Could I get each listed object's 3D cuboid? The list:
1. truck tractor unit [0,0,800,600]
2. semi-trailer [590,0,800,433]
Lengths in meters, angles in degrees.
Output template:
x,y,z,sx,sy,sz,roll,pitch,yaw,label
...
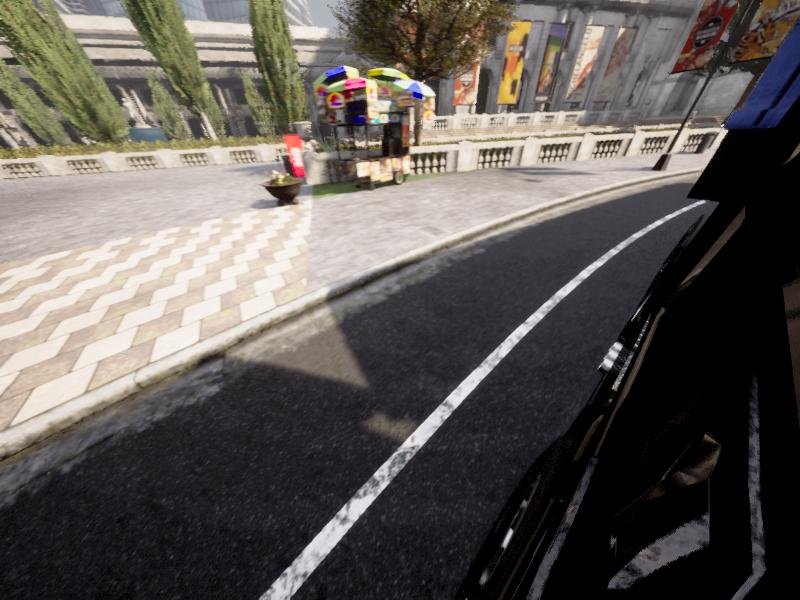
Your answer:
x,y,z,sx,sy,sz,roll,pitch,yaw,label
2.645,-0.295,0.351,6.516,4.208,3.053,-28,44,-30,truck tractor unit
9.278,-3.110,3.586,14.254,4.402,2.717,-21,40,-23,semi-trailer
